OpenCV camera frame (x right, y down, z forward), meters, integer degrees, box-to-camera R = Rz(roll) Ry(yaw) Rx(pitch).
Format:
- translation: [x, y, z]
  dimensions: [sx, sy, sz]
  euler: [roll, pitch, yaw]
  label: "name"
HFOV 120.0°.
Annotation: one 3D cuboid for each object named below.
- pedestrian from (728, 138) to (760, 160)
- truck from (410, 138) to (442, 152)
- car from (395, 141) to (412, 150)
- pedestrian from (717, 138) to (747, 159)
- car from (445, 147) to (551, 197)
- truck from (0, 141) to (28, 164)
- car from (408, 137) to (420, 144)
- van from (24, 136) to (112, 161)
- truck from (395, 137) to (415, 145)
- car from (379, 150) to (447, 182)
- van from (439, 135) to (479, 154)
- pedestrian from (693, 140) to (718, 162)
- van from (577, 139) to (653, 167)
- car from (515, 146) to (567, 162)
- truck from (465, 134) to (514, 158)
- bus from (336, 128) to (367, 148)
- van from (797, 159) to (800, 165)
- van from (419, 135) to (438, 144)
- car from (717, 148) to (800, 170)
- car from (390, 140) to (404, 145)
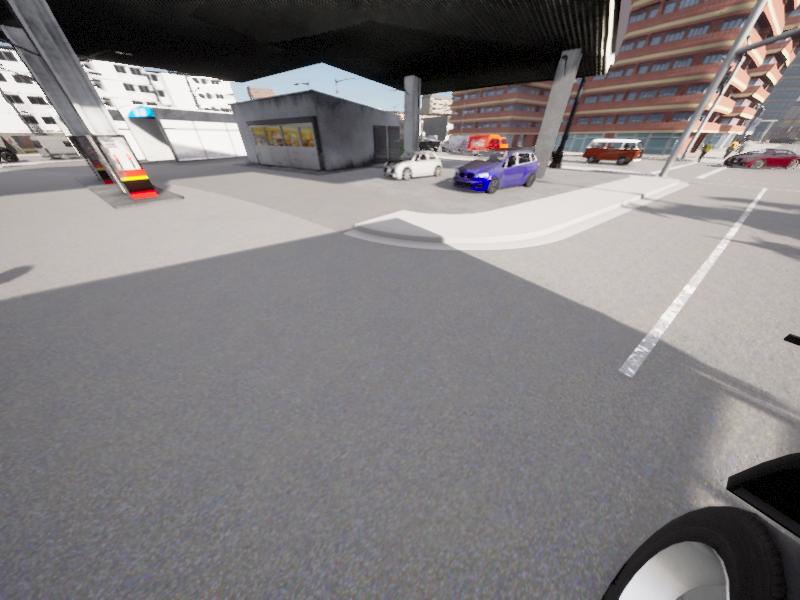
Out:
- translation: [35.635, -15.677, 23.977]
  dimensions: [0.751, 1.860, 0.751]
  euler: [3, 35, 5]
  label: "pedestrian"
- translation: [4.834, -29.783, 44.286]
  dimensions: [2.390, 2.098, 6.274]
  euler: [-23, 41, -28]
  label: "truck"
- translation: [0.741, -32.799, 49.083]
  dimensions: [1.845, 1.501, 3.633]
  euler: [-23, 41, -29]
  label: "car"
- translation: [35.709, -16.323, 24.892]
  dimensions: [0.751, 1.860, 0.751]
  euler: [5, 36, 8]
  label: "pedestrian"
- translation: [4.762, -6.397, 11.294]
  dimensions: [4.611, 1.667, 2.242]
  euler: [-22, 41, -28]
  label: "car"
- translation: [-45.401, -15.410, 24.246]
  dimensions: [2.390, 2.098, 6.274]
  euler: [0, 35, 0]
  label: "truck"
- translation: [4.788, -54.906, 79.685]
  dimensions: [3.866, 1.878, 1.905]
  euler: [-23, 41, -27]
  label: "car"
- translation: [-43.757, -20.334, 30.834]
  dimensions: [1.988, 2.561, 5.915]
  euler: [9, 36, 13]
  label: "van"
- translation: [1.742, -51.241, 74.467]
  dimensions: [6.274, 2.098, 2.390]
  euler: [-23, 41, -27]
  label: "truck"
- translation: [0.845, -8.714, 14.886]
  dimensions: [3.806, 1.475, 1.970]
  euler: [-22, 41, -28]
  label: "car"
- translation: [9.695, -26.065, 38.697]
  dimensions: [2.351, 2.431, 6.366]
  euler: [-23, 41, -29]
  label: "van"
- translation: [31.218, -15.241, 23.654]
  dimensions: [0.751, 1.860, 0.751]
  euler: [-28, 44, -34]
  label: "pedestrian"
- translation: [20.222, -14.072, 21.956]
  dimensions: [2.069, 2.038, 4.480]
  euler: [-23, 41, -29]
  label: "van"
- translation: [16.199, -17.003, 26.785]
  dimensions: [1.895, 1.301, 4.718]
  euler: [-23, 41, -29]
  label: "car"
- translation: [11.914, -20.880, 31.292]
  dimensions: [2.627, 2.467, 5.204]
  euler: [-23, 41, -28]
  label: "truck"
- translation: [-13.497, -45.082, 64.225]
  dimensions: [3.944, 4.253, 10.273]
  euler: [-23, 41, -29]
  label: "bus"
- translation: [39.486, -13.727, 21.340]
  dimensions: [4.480, 2.038, 2.069]
  euler: [-22, 41, -28]
  label: "van"
- translation: [9.733, -54.727, 78.799]
  dimensions: [6.366, 2.431, 2.351]
  euler: [-23, 41, -27]
  label: "van"
- translation: [29.971, -11.645, 19.032]
  dimensions: [4.181, 1.385, 1.994]
  euler: [2, 35, 3]
  label: "car"
- translation: [-1.052, -52.268, 76.583]
  dimensions: [4.181, 1.385, 1.994]
  euler: [-22, 41, -27]
  label: "car"
